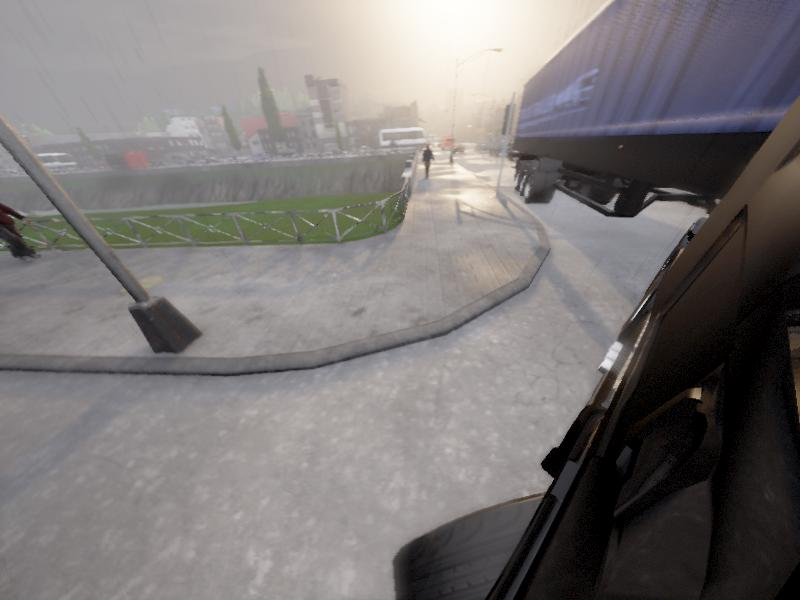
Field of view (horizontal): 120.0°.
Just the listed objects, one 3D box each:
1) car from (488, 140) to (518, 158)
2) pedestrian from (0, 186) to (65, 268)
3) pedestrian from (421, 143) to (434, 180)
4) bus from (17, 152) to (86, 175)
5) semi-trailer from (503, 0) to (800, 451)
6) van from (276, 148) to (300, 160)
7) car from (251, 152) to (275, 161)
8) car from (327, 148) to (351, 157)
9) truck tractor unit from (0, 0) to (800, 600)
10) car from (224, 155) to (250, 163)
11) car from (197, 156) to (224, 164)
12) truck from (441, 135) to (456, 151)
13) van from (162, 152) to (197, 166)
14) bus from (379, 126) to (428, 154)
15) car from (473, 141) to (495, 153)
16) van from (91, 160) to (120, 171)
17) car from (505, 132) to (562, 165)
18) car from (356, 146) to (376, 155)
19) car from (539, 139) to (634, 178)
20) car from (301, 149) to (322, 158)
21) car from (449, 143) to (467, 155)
[{"bbox_3d":[12.129,-18.090,27.574,2.007,1.525,4.514,0,35,5],"label":"car"},{"bbox_3d":[-9.613,-1.775,5.515,0.751,1.860,0.751,0,35,5],"label":"pedestrian"},{"bbox_3d":[1.650,-8.328,13.930,0.751,1.860,0.751,0,35,6],"label":"pedestrian"},{"bbox_3d":[-88.951,-35.056,59.198,10.273,4.253,3.944,0,35,6],"label":"bus"},{"bbox_3d":[5.495,-4.544,6.048,2.717,4.402,14.254,6,36,13],"label":"semi-trailer"},{"bbox_3d":[-25.962,-33.970,53.701,4.442,1.987,1.775,0,35,6],"label":"van"},{"bbox_3d":[-32.235,-33.769,54.450,4.193,1.474,1.816,0,35,5],"label":"car"},{"bbox_3d":[-13.936,-33.669,52.744,4.718,1.301,1.895,0,35,5],"label":"car"},{"bbox_3d":[2.645,-0.295,0.352,6.516,4.208,3.053,-28,44,-30],"label":"truck tractor unit"},{"bbox_3d":[-38.746,-33.704,55.126,4.718,1.301,1.895,0,35,5],"label":"car"},{"bbox_3d":[-45.687,-33.774,55.750,4.674,1.442,1.812,0,35,5],"label":"car"},{"bbox_3d":[10.182,-33.355,48.995,2.627,2.467,5.204,0,35,5],"label":"truck"},{"bbox_3d":[-53.564,-34.232,56.188,5.915,2.561,1.988,0,35,5],"label":"van"},{"bbox_3d":[0.915,-34.966,50.622,10.273,4.253,3.944,0,35,5],"label":"bus"},{"bbox_3d":[12.918,-23.749,35.796,2.033,1.411,5.357,0,35,5],"label":"car"},{"bbox_3d":[-74.257,-34.038,58.337,4.442,1.987,1.775,0,35,5],"label":"van"},{"bbox_3d":[11.436,-13.361,20.344,2.150,2.045,5.566,0,35,6],"label":"car"},{"bbox_3d":[-7.605,-33.731,52.079,3.806,1.475,1.970,0,35,5],"label":"car"},{"bbox_3d":[10.841,-8.759,14.105,1.930,1.638,5.238,0,35,5],"label":"car"},{"bbox_3d":[-20.359,-33.751,53.307,3.806,1.475,1.970,0,35,5],"label":"car"},{"bbox_3d":[8.906,-23.438,35.809,1.895,1.301,4.718,0,35,5],"label":"car"}]
